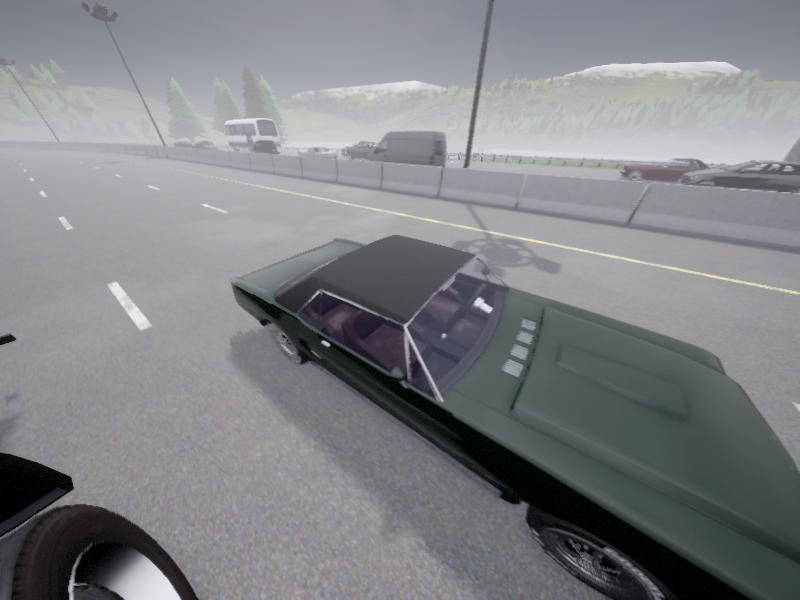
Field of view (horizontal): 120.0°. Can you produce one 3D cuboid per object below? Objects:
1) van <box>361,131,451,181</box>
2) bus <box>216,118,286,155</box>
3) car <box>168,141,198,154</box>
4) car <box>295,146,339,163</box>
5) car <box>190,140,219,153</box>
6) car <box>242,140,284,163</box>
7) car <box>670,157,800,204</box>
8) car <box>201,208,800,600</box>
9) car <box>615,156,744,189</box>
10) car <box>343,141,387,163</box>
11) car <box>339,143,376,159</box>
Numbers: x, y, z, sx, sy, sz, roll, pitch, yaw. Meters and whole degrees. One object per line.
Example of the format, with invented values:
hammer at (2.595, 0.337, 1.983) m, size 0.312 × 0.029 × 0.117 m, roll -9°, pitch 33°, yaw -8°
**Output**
van at (0.244, -10.166, 16.102) m, size 5.915 × 2.561 × 1.988 m, roll 23°, pitch 41°, yaw 28°
bus at (-23.132, -25.306, 35.832) m, size 10.273 × 4.253 × 3.944 m, roll 22°, pitch 40°, yaw 27°
car at (-32.899, -23.177, 35.061) m, size 3.705 × 1.549 × 1.789 m, roll 20°, pitch 40°, yaw 26°
car at (-9.133, -15.983, 25.326) m, size 4.718 × 1.301 × 1.895 m, roll 22°, pitch 41°, yaw 28°
car at (-32.173, -25.312, 38.047) m, size 3.988 × 1.617 × 1.851 m, roll 20°, pitch 40°, yaw 25°
car at (-14.684, -16.041, 24.838) m, size 3.866 × 1.878 × 1.905 m, roll 22°, pitch 41°, yaw 28°
car at (16.161, -5.650, 10.780) m, size 4.193 × 1.474 × 1.816 m, roll 22°, pitch 41°, yaw 28°
car at (0.316, 0.265, 2.407) m, size 4.718 × 1.301 × 1.895 m, roll 22°, pitch 41°, yaw 28°
car at (16.502, -7.909, 14.139) m, size 4.718 × 1.301 × 1.895 m, roll 22°, pitch 41°, yaw 28°
car at (-3.886, -16.537, 25.658) m, size 4.605 × 1.855 × 1.932 m, roll 23°, pitch 41°, yaw 28°
car at (-5.563, -19.550, 30.212) m, size 4.514 × 1.525 × 2.007 m, roll 22°, pitch 41°, yaw 28°
